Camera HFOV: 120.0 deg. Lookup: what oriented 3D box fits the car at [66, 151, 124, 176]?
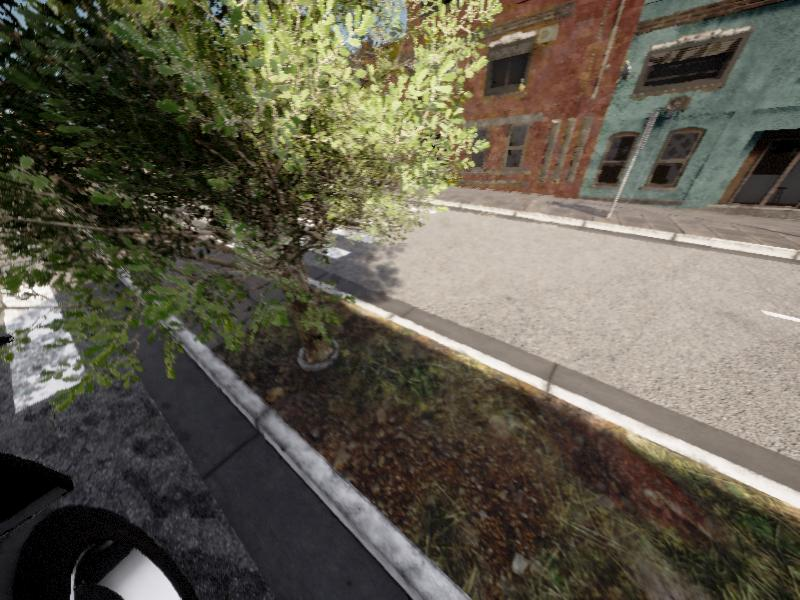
[{"bbox_3d":[-25.991,-11.667,19.639,5.008,1.535,1.882,21,40,28],"label":"car"}]
